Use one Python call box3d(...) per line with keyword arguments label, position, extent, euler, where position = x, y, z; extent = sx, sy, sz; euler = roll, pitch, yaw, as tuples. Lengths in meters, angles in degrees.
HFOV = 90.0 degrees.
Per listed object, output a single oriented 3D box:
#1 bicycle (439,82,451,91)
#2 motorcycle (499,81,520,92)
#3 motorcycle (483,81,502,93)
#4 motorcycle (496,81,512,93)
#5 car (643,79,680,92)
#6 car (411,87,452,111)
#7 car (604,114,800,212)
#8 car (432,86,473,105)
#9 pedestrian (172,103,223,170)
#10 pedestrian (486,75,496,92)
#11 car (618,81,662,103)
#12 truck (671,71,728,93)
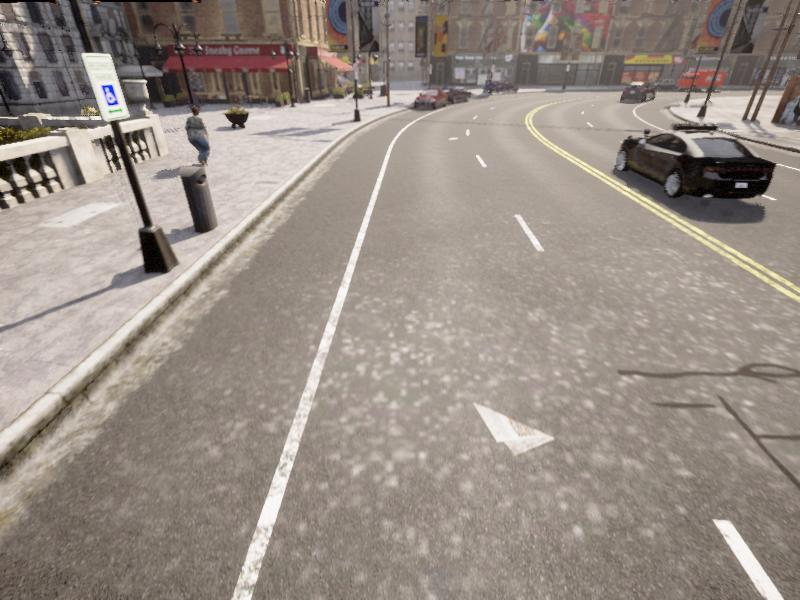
box3d(label="bicycle", position=(6.128, -29.182, 54.576), extent=(1.643, 1.024, 0.373), euler=(1, 20, 2))
box3d(label="motorcycle", position=(13.909, -27.085, 50.741), extent=(2.356, 1.277, 0.764), euler=(6, 31, 10))
box3d(label="motorcycle", position=(11.387, -26.203, 49.232), extent=(2.209, 1.251, 0.867), euler=(6, 31, 10))
box3d(label="motorcycle", position=(12.945, -26.591, 49.954), extent=(1.805, 1.236, 0.856), euler=(6, 31, 10))
box3d(label="car", position=(36.644, -30.147, 56.131), extent=(3.806, 1.475, 1.970), euler=(-7, 31, -11))
box3d(label="car", position=(2.658, -16.725, 33.134), extent=(2.002, 1.452, 4.674), euler=(11, 32, 19))
box3d(label="car", position=(8.119, -4.183, 11.517), extent=(1.930, 1.638, 5.238), euler=(1, 31, 2))
box3d(label="car", position=(5.020, -19.297, 37.678), extent=(1.895, 1.301, 4.718), euler=(17, 35, 27))
box3d(label="pedestrian", position=(-6.333, -5.144, 12.595), extent=(0.751, 1.860, 0.751), euler=(6, 31, 10))
box3d(label="pedestrian", position=(11.599, -27.623, 51.007), extent=(0.751, 1.860, 0.751), euler=(-20, 36, -30))
box3d(label="car", position=(23.930, -20.786, 39.859), extent=(2.242, 1.667, 4.611), euler=(26, 39, 37))
box3d(label="truck", position=(39.848, -29.130, 53.322), extent=(5.204, 2.467, 2.627), euler=(-5, 31, -8))
